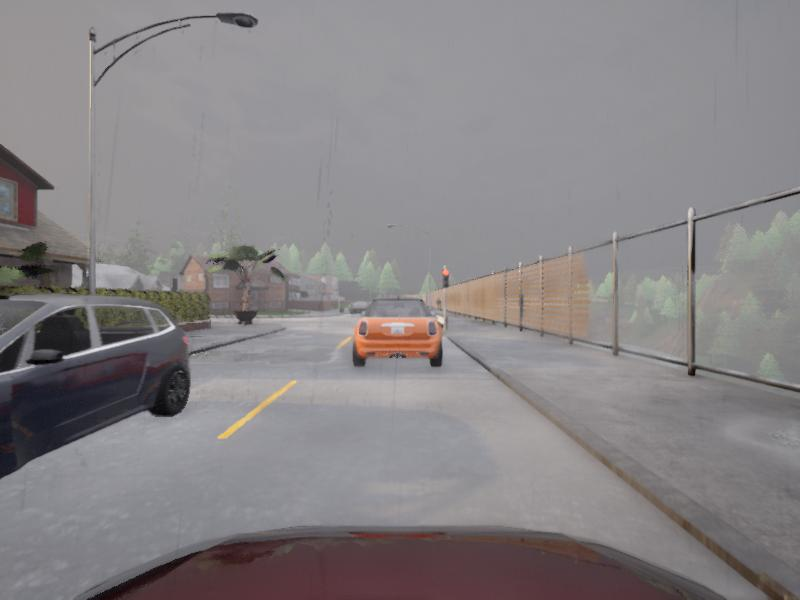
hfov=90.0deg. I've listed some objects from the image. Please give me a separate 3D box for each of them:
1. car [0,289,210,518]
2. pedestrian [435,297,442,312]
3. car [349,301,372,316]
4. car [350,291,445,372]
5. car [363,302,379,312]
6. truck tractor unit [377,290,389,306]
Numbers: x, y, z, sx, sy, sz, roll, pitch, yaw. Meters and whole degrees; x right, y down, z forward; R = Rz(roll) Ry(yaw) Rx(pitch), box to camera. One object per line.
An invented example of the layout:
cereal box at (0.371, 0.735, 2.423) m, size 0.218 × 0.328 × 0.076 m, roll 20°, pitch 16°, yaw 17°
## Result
car at (-4.084, 0.758, 4.056) m, size 2.242 × 1.667 × 4.611 m, roll 0°, pitch 0°, yaw -2°
pedestrian at (4.683, 0.541, 48.678) m, size 0.751 × 1.860 × 0.751 m, roll 0°, pitch 0°, yaw 1°
car at (-4.034, 0.829, 41.480) m, size 1.882 × 1.535 × 5.008 m, roll 0°, pitch 0°, yaw 0°
car at (-0.040, 0.696, 11.083) m, size 2.097 × 1.767 × 4.553 m, roll 0°, pitch 0°, yaw 0°
car at (-4.051, 0.917, 56.868) m, size 1.994 × 1.385 × 4.181 m, roll 0°, pitch 0°, yaw 0°
truck tractor unit at (-4.479, -0.506, 105.352) m, size 3.053 × 4.208 × 6.516 m, roll 0°, pitch 0°, yaw -2°
